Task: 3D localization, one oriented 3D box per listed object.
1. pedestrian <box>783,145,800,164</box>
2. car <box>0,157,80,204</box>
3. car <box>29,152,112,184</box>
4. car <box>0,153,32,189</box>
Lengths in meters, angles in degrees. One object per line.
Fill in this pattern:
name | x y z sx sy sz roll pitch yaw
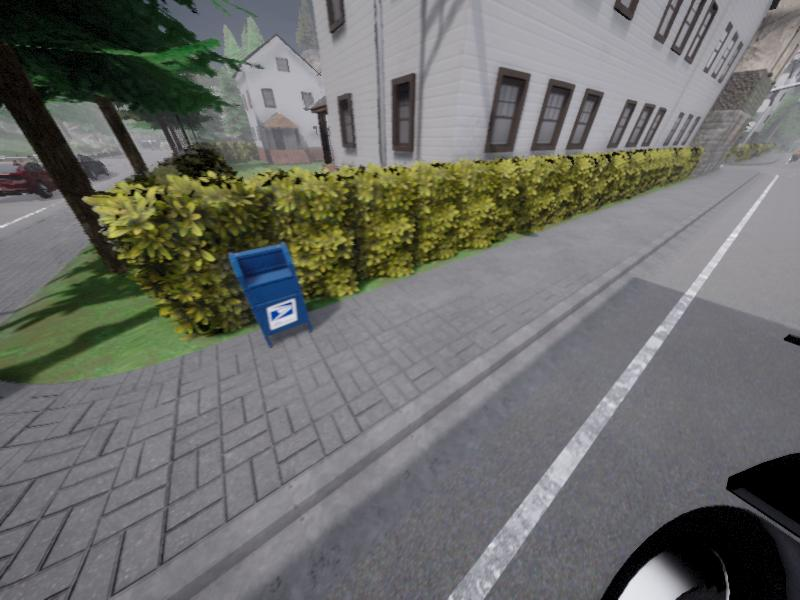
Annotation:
pedestrian | 45.620 -16.669 26.487 0.751 1.860 0.751 -12 37 -17
car | -19.259 -6.238 11.800 1.882 1.535 5.008 -21 40 -28
car | -23.454 -9.722 16.777 1.882 1.535 5.008 -21 40 -28
car | -24.774 -7.302 13.221 2.152 1.651 5.027 -22 40 -28
